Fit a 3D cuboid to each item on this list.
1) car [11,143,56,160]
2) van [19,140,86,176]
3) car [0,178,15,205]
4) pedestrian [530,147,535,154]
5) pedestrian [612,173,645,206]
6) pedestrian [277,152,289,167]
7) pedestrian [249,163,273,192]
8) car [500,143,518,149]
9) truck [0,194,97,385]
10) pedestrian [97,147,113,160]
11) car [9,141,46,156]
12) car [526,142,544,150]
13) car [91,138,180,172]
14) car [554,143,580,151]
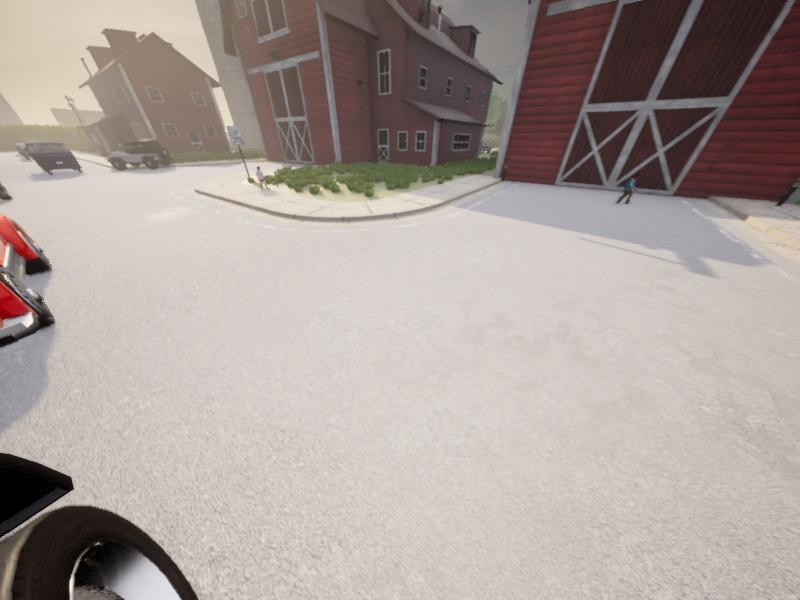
[{"bbox_3d":[-43.204,-17.517,27.238,4.792,1.488,2.163,22,40,28],"label":"car"},{"bbox_3d":[-25.626,-10.559,17.042,4.442,1.987,1.775,22,40,28],"label":"van"},{"bbox_3d":[-18.137,-4.805,9.419,4.181,1.385,1.994,22,41,28],"label":"car"},{"bbox_3d":[24.821,-27.987,43.212,0.500,1.100,0.500,23,41,28],"label":"pedestrian"},{"bbox_3d":[9.053,-4.403,9.192,0.500,1.100,0.500,23,41,28],"label":"pedestrian"},{"bbox_3d":[-10.119,-12.129,19.977,0.500,1.100,0.500,21,40,27],"label":"pedestrian"},{"bbox_3d":[-6.578,-5.803,10.938,0.500,1.100,0.500,21,40,26],"label":"pedestrian"},{"bbox_3d":[32.667,-46.192,69.397,4.193,1.474,1.816,23,40,28],"label":"car"},{"bbox_3d":[-6.886,-0.673,2.688,5.204,2.467,2.627,22,40,28],"label":"truck"},{"bbox_3d":[-32.187,-15.996,25.224,0.500,1.100,0.500,5,35,7],"label":"pedestrian"},{"bbox_3d":[-51.821,-21.096,32.118,5.238,1.638,1.930,22,40,28],"label":"car"},{"bbox_3d":[38.453,-43.949,65.919,3.866,1.878,1.905,23,40,28],"label":"car"},{"bbox_3d":[-20.705,-11.553,18.342,3.866,1.878,1.905,-5,41,-5],"label":"car"},{"bbox_3d":[45.682,-41.849,63.202,5.238,1.638,1.930,-2,35,-3],"label":"car"}]
